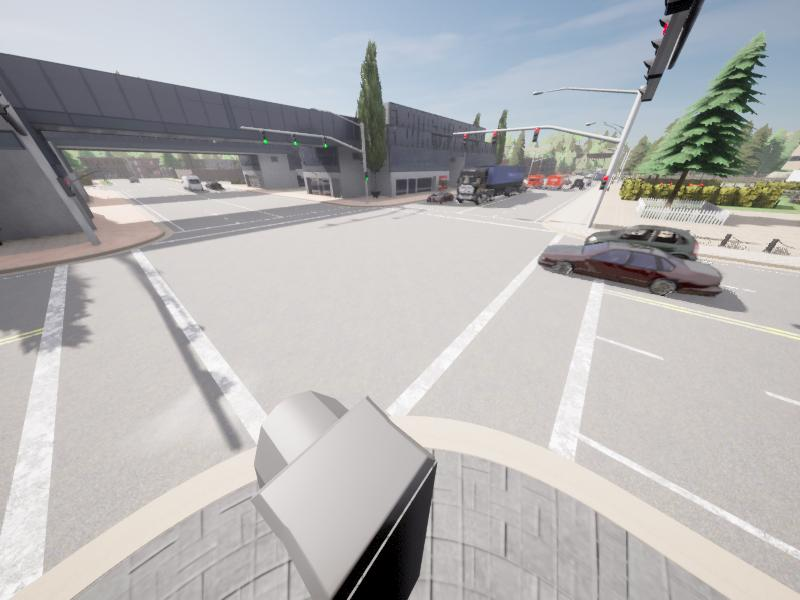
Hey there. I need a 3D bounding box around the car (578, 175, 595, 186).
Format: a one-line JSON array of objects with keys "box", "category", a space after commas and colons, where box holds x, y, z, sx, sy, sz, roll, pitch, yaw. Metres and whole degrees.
[{"box": [46.526, -29.799, 57.570, 2.150, 2.045, 5.566, 23, 37, 34], "category": "car"}]

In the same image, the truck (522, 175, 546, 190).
[{"box": [27.495, -24.094, 47.265, 2.627, 2.467, 5.204, 23, 37, 34], "category": "truck"}]

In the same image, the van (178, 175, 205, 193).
[{"box": [-38.814, -21.661, 42.983, 5.915, 2.561, 1.988, 23, 37, 34], "category": "van"}]

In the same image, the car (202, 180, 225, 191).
[{"box": [-37.127, -22.847, 45.937, 5.238, 1.638, 1.930, 23, 37, 34], "category": "car"}]

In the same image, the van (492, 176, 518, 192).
[{"box": [20.322, -22.527, 44.596, 2.351, 2.431, 6.366, 23, 37, 34], "category": "van"}]

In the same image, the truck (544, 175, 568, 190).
[{"box": [31.544, -23.795, 46.723, 2.627, 2.467, 5.204, 23, 36, 34], "category": "truck"}]

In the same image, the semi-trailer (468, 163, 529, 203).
[{"box": [14.710, -17.330, 33.600, 2.717, 4.402, 14.254, 23, 37, 34], "category": "semi-trailer"}]

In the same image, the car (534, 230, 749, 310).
[{"box": [8.681, -1.497, 9.206, 5.357, 1.411, 2.033, 21, 36, 32], "category": "car"}]

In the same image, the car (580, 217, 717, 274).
[{"box": [11.557, -2.792, 11.234, 3.988, 1.617, 1.851, 23, 37, 34], "category": "car"}]

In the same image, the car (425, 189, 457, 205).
[{"box": [5.162, -13.035, 29.215, 1.994, 1.385, 4.181, 23, 37, 34], "category": "car"}]

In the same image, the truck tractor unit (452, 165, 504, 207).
[{"box": [9.625, -14.191, 28.404, 3.053, 4.208, 6.516, 23, 37, 34], "category": "truck tractor unit"}]
